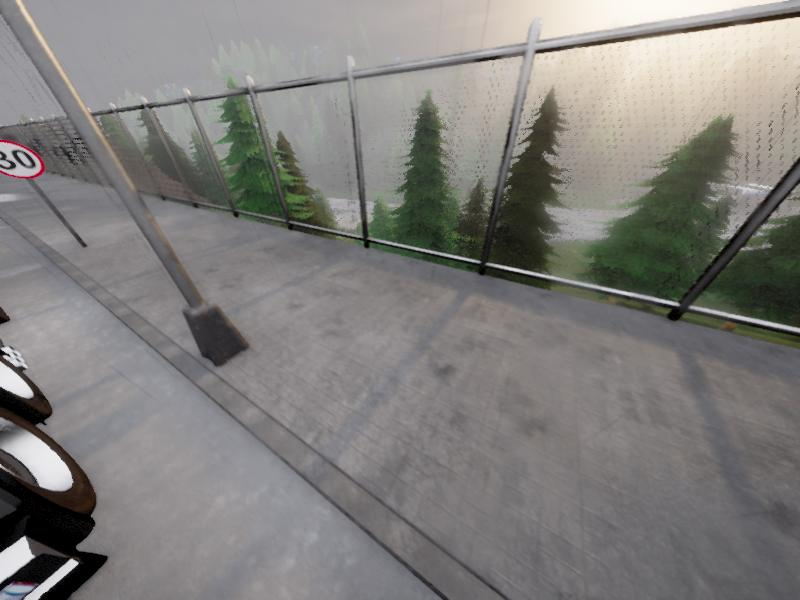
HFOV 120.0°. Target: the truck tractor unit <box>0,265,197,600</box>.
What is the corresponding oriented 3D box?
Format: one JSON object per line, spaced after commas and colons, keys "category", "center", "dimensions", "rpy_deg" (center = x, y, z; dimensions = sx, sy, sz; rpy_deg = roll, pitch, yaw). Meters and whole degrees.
{"category": "truck tractor unit", "center": [-5.121, -0.287, 0.791], "dimensions": [6.516, 4.208, 3.053], "rpy_deg": [18, 39, 24]}
